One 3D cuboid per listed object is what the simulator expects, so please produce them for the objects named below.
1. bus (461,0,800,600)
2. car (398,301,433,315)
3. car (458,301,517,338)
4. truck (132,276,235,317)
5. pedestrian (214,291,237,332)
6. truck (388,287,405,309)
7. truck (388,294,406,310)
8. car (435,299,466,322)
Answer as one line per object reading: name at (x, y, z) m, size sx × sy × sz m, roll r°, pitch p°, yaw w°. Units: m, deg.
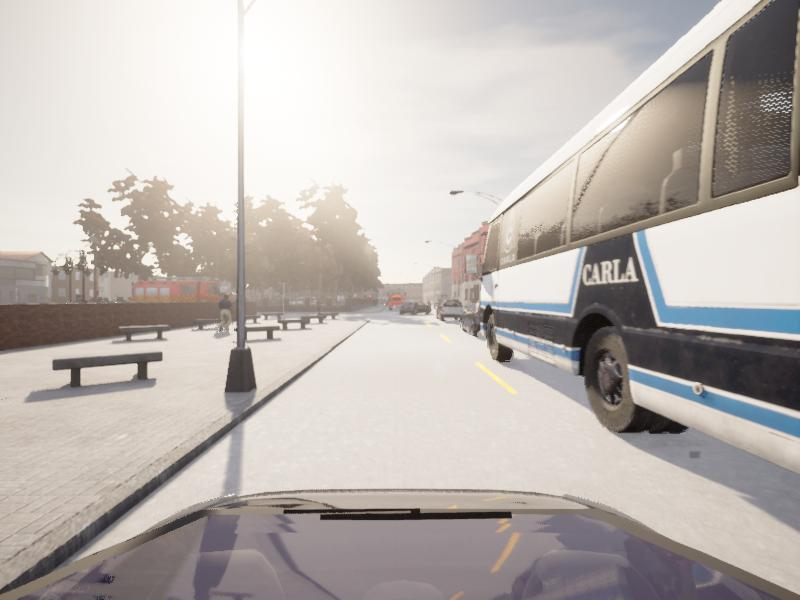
bus at (3.834, -0.537, 6.971) m, size 3.944 × 4.253 × 10.273 m, roll 0°, pitch 0°, yaw 0°
car at (1.755, 0.831, 43.719) m, size 1.970 × 1.475 × 3.806 m, roll 0°, pitch 0°, yaw 38°
car at (3.880, 0.818, 18.336) m, size 1.845 × 1.501 × 3.633 m, roll 0°, pitch 0°, yaw 0°
truck at (-20.891, -0.341, 38.940) m, size 8.468 × 3.827 × 2.891 m, roll 0°, pitch 0°, yaw -1°
pedestrian at (-7.955, 0.523, 18.278) m, size 0.751 × 1.860 × 0.751 m, roll 0°, pitch 0°, yaw 0°
truck at (-0.561, -0.357, 72.147) m, size 2.891 × 3.827 × 8.468 m, roll 0°, pitch 0°, yaw 0°
truck at (-0.493, 0.325, 62.987) m, size 2.627 × 2.467 × 5.204 m, roll 0°, pitch 0°, yaw -1°
car at (3.786, 0.772, 30.572) m, size 1.851 × 1.617 × 3.988 m, roll 0°, pitch 0°, yaw -1°
